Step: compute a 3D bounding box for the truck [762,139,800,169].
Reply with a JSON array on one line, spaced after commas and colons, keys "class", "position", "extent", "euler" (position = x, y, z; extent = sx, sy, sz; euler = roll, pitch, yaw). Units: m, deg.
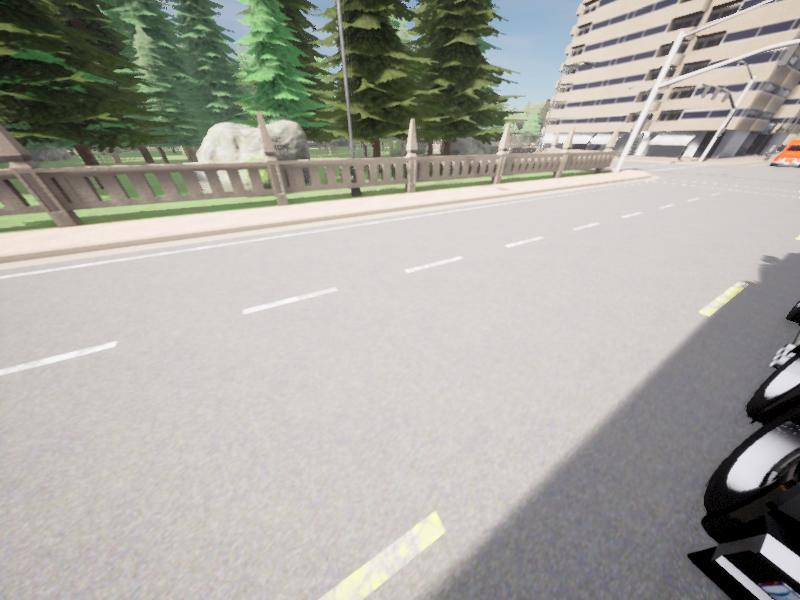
[{"class": "truck", "position": [42.092, -15.406, 24.339], "extent": [5.204, 2.467, 2.627], "euler": [-17, 38, -23]}]

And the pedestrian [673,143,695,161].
[{"class": "pedestrian", "position": [35.395, -18.463, 28.808], "extent": [0.751, 1.860, 0.751], "euler": [-13, 37, -19]}]

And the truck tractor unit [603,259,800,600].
[{"class": "truck tractor unit", "position": [5.100, -0.312, 0.792], "extent": [6.516, 4.208, 3.053], "euler": [-19, 39, -24]}]
